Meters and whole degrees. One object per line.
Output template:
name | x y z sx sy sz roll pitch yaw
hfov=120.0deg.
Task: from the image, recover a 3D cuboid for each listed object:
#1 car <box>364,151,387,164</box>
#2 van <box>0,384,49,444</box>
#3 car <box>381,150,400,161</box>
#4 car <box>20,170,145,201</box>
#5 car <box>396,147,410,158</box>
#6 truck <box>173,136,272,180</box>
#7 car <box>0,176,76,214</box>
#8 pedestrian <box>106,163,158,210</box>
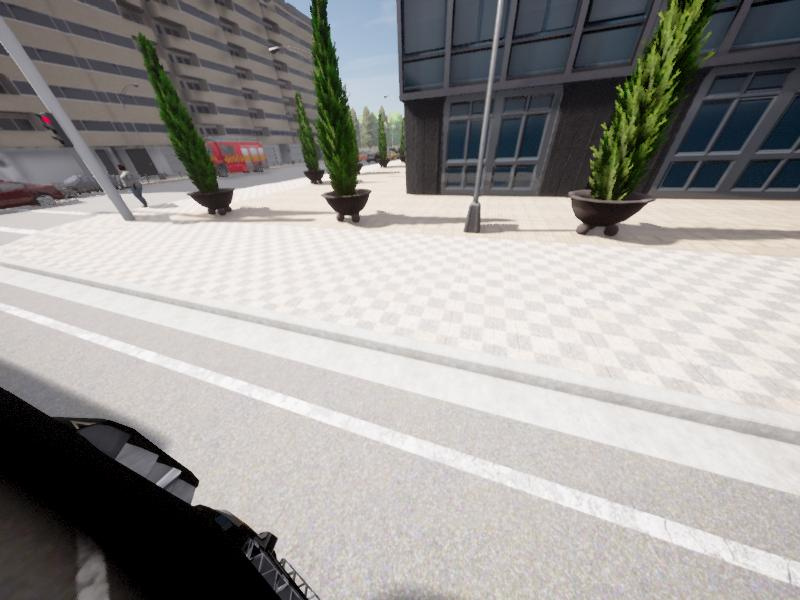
car | -4.031 -24.206 39.164 2.007 1.525 4.514 9 35 17
van | -6.109 0.533 1.816 4.442 1.987 1.775 9 35 17
car | -1.708 -28.033 44.688 1.801 1.575 5.366 9 35 17
car | -24.065 -8.989 17.953 2.033 1.411 5.357 8 35 17
car | 0.760 -32.204 50.485 1.905 1.878 3.866 9 35 17
truck | -20.071 -16.791 27.180 2.891 3.827 8.468 9 35 17
car | -22.417 -5.629 12.658 1.882 1.535 5.008 8 35 16
pedestrian | -12.471 -5.319 10.800 0.751 1.860 0.751 22 41 32
